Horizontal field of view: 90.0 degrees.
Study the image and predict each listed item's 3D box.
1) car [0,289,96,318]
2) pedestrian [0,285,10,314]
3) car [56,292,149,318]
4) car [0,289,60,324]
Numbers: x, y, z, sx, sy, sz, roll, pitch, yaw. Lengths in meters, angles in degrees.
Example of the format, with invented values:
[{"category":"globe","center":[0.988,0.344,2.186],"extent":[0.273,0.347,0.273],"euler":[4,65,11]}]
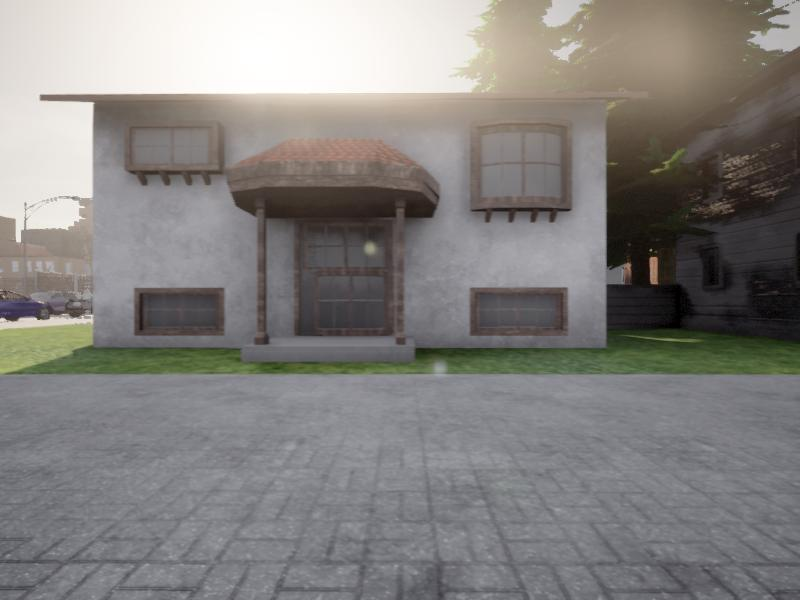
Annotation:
[{"category":"car","center":[-21.996,0.203,25.132],"extent":[2.033,1.649,4.856],"euler":[0,0,1]},{"category":"pedestrian","center":[-26.021,-0.036,26.007],"extent":[0.751,1.860,0.751],"euler":[0,0,21]},{"category":"car","center":[-18.032,0.272,24.642],"extent":[2.163,1.488,4.792],"euler":[0,0,0]},{"category":"car","center":[-18.108,0.275,18.104],"extent":[1.816,1.474,4.193],"euler":[0,0,0]}]
